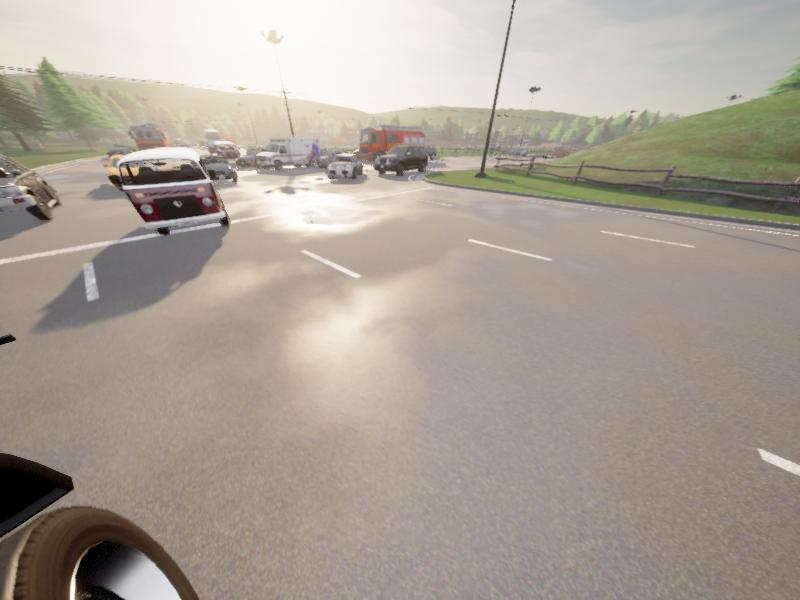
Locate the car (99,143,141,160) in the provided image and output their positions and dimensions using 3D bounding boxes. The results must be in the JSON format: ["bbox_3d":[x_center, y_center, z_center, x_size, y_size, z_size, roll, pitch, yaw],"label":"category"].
[{"bbox_3d":[-36.400,-19.511,30.233,2.152,1.651,5.027,-20,40,-28],"label":"car"}]

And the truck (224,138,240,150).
[{"bbox_3d":[-44.562,-41.402,61.196,2.627,2.467,5.204,-20,39,-27],"label":"truck"}]

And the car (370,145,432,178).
[{"bbox_3d":[0.270,-11.709,19.307,2.150,2.045,5.566,22,40,29],"label":"car"}]

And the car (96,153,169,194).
[{"bbox_3d":[-14.708,-7.184,12.833,1.882,1.535,5.008,-28,44,-35],"label":"car"}]

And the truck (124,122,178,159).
[{"bbox_3d":[-34.655,-22.486,32.658,2.891,3.827,8.468,-20,40,-27],"label":"truck"}]

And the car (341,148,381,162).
[{"bbox_3d":[-5.245,-19.770,31.424,4.792,1.488,2.163,-21,40,-28],"label":"car"}]

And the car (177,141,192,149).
[{"bbox_3d":[-57.357,-41.397,61.645,2.152,1.651,5.027,-20,40,-27],"label":"car"}]

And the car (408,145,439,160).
[{"bbox_3d":[3.654,-23.265,36.359,4.605,1.855,1.932,-20,40,-28],"label":"car"}]

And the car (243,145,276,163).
[{"bbox_3d":[-17.191,-17.839,28.180,2.242,1.667,4.611,-23,41,-31],"label":"car"}]

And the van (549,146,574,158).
[{"bbox_3d":[31.335,-28.779,44.909,4.442,1.987,1.775,-20,40,-28],"label":"van"}]

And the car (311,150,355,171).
[{"bbox_3d":[-6.333,-13.445,22.145,1.845,1.501,3.633,19,38,25],"label":"car"}]

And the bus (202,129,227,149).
[{"bbox_3d":[-51.861,-45.038,64.753,3.944,4.253,10.273,-20,39,-27],"label":"bus"}]

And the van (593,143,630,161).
[{"bbox_3d":[38.122,-26.700,41.640,6.366,2.431,2.351,-20,40,-28],"label":"van"}]

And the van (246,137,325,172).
[{"bbox_3d":[-10.301,-13.727,21.675,2.351,2.431,6.366,15,37,20],"label":"van"}]

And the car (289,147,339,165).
[{"bbox_3d":[-10.174,-17.449,27.809,2.152,1.651,5.027,29,43,35],"label":"car"}]

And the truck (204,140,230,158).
[{"bbox_3d":[-28.365,-23.496,35.794,2.390,2.098,6.274,-20,40,-28],"label":"truck"}]

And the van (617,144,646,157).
[{"bbox_3d":[54.376,-35.106,54.234,6.366,2.431,2.351,-20,40,-28],"label":"van"}]

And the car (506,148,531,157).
[{"bbox_3d":[24.755,-30.931,48.300,4.974,1.542,2.038,-20,40,-28],"label":"car"}]

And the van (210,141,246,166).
[{"bbox_3d":[-18.607,-15.868,24.951,2.069,2.038,4.480,-24,42,-32],"label":"van"}]

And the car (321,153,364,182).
[{"bbox_3d":[-4.008,-9.744,16.852,1.970,1.475,3.806,2,34,2],"label":"car"}]

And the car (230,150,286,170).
[{"bbox_3d":[-13.696,-13.754,22.574,1.994,1.385,4.181,12,36,16],"label":"car"}]

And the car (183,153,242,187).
[{"bbox_3d":[-11.925,-8.361,14.665,1.816,1.474,4.193,-28,44,-35],"label":"car"}]

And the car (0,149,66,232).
[{"bbox_3d":[-13.164,-3.630,7.390,4.605,1.855,1.932,29,44,34],"label":"car"}]

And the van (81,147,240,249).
[{"bbox_3d":[-6.845,-3.502,7.205,2.069,2.038,4.480,-23,40,-28],"label":"van"}]

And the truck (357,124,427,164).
[{"bbox_3d":[-0.886,-19.988,29.767,8.468,3.827,2.891,-20,40,-28],"label":"truck"}]
